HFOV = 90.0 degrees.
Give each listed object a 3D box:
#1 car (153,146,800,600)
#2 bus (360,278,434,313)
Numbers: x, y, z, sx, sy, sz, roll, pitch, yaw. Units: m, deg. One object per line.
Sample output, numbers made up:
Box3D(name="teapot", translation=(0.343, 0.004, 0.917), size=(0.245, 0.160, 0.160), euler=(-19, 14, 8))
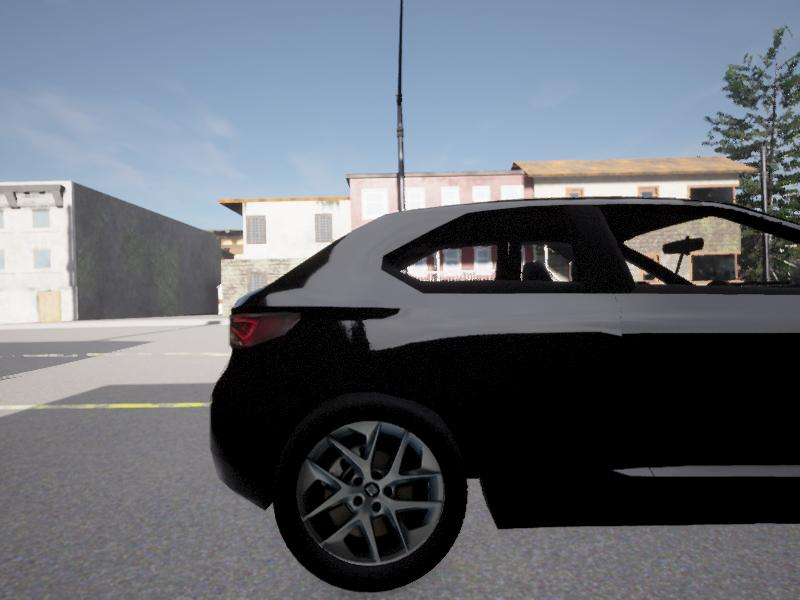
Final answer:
Box3D(name="car", translation=(1.305, 0.254, 2.205), size=(4.193, 1.474, 1.816), euler=(0, 0, -1))
Box3D(name="bus", translation=(-0.598, -0.526, 54.474), size=(3.944, 4.253, 10.273), euler=(-2, 0, -44))
